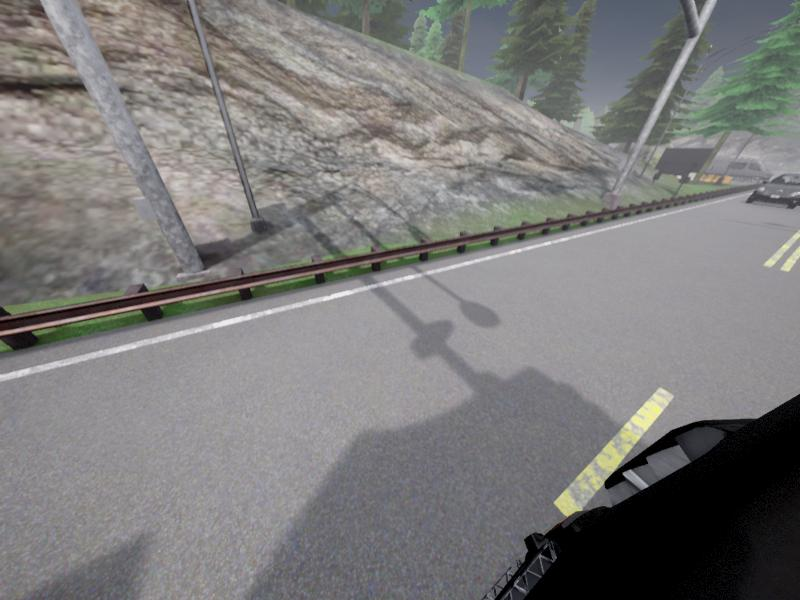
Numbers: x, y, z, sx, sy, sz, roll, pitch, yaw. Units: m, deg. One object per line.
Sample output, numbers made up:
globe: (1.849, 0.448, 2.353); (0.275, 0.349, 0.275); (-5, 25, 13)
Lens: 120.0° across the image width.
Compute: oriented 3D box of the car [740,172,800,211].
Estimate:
car: (22.070, -6.310, 13.244); (3.988, 1.617, 1.851); (-16, 38, -25)

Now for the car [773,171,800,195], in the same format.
car: (33.443, -9.551, 18.918); (4.792, 1.488, 2.163); (-16, 38, -25)

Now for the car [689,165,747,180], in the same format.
car: (46.339, -18.736, 33.779); (2.007, 1.525, 4.514); (-17, 38, -26)

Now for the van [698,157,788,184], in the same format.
van: (44.523, -17.097, 30.302); (1.988, 2.561, 5.915); (-17, 38, -26)
